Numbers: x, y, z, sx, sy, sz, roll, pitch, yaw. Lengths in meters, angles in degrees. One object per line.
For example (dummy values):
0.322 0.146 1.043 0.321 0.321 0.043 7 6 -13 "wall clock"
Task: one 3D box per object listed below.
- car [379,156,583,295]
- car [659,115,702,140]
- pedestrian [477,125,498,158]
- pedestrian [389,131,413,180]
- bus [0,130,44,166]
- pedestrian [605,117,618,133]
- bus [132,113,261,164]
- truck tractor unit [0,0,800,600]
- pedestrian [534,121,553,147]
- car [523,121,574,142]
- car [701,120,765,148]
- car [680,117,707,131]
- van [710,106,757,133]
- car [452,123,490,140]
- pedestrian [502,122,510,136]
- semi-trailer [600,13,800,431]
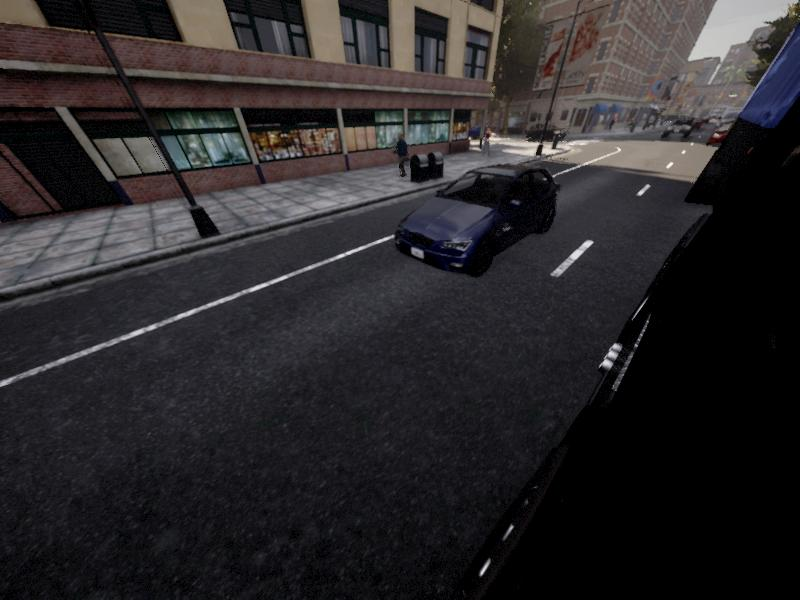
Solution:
1.828 -1.944 4.902 4.193 1.474 1.816 -30 45 -31 "car"
29.828 -18.345 24.541 4.605 1.855 1.932 -30 45 -31 "car"
6.116 -11.080 16.173 0.751 1.860 0.751 -26 43 -27 "pedestrian"
0.074 -6.753 10.812 0.751 1.860 0.751 26 46 33 "pedestrian"
-62.190 -23.430 35.517 3.944 4.253 10.273 -25 42 -26 "bus"
32.582 -26.973 35.579 0.751 1.860 0.751 25 45 32 "pedestrian"
-23.391 -19.388 27.523 10.273 4.253 3.944 -30 45 -32 "bus"
2.645 -0.295 0.351 6.516 4.208 3.053 -28 44 -30 "truck tractor unit"
13.108 -15.118 21.086 0.751 1.860 0.751 -31 45 -32 "pedestrian"
18.040 -20.612 28.362 1.932 1.855 4.605 -29 43 -30 "car"
25.525 -12.846 17.834 4.792 1.488 2.163 -30 45 -31 "car"
44.661 -26.808 35.111 5.008 1.535 1.882 -30 45 -31 "car"
42.244 -22.930 29.365 6.366 2.431 2.351 -30 45 -31 "van"
11.600 -27.742 38.150 2.150 2.045 5.566 -31 45 -32 "car"
18.888 -30.517 41.220 0.751 1.860 0.751 -31 45 -32 "pedestrian"
8.556 -3.708 4.349 14.254 4.402 2.717 -30 45 -31 "semi-trailer"
